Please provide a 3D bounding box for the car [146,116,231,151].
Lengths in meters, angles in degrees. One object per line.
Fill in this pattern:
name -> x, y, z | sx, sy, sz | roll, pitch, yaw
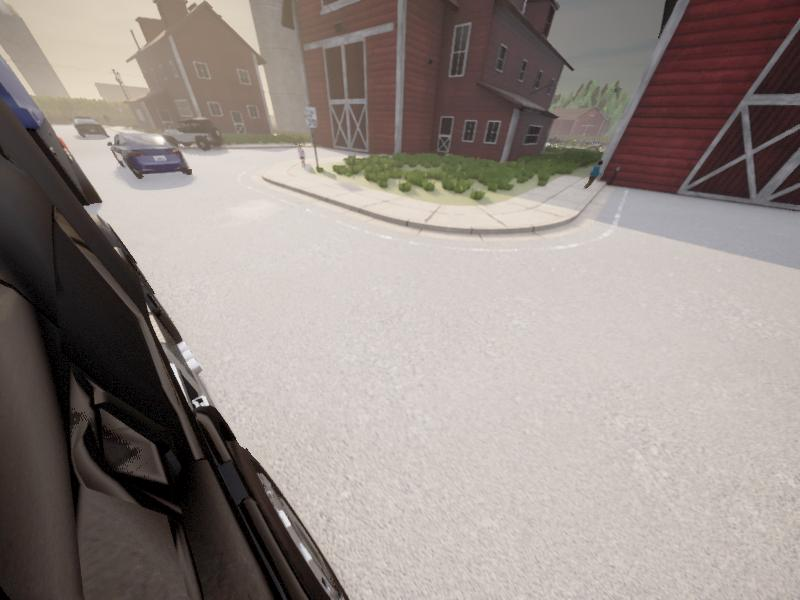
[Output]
car -> -15.646, -12.486, 17.353 | 3.866, 1.878, 1.905 | -1, 43, -2

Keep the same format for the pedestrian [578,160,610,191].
pedestrian -> 8.354, -5.386, 9.993 | 0.500, 1.100, 0.500 | -16, 41, -23

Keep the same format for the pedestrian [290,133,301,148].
pedestrian -> -9.676, -14.711, 21.360 | 0.500, 1.100, 0.500 | 24, 42, 26

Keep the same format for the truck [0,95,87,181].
truck -> -16.225, -6.900, 9.610 | 5.204, 2.467, 2.627 | 30, 45, 29

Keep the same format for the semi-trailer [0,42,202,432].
semi-trailer -> -8.696, -3.621, 4.209 | 14.254, 4.402, 2.717 | 28, 44, 30

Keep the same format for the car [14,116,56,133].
car -> -41.324, -19.962, 26.224 | 4.181, 1.385, 1.994 | 28, 44, 30

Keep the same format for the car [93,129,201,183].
car -> -11.518, -6.711, 10.519 | 4.792, 1.488, 2.163 | 29, 44, 29

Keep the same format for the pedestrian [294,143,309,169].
pedestrian -> -5.094, -7.459, 11.965 | 0.500, 1.100, 0.500 | -9, 38, -15

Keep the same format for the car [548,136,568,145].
car -> 43.527, -44.175, 63.867 | 3.866, 1.878, 1.905 | 29, 44, 30

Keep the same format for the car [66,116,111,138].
car -> -32.639, -18.147, 24.181 | 5.238, 1.638, 1.930 | 28, 44, 29

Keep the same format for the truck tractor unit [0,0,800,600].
truck tractor unit -> -2.645, -0.295, 0.351 | 6.516, 4.208, 3.053 | 28, 44, 30
